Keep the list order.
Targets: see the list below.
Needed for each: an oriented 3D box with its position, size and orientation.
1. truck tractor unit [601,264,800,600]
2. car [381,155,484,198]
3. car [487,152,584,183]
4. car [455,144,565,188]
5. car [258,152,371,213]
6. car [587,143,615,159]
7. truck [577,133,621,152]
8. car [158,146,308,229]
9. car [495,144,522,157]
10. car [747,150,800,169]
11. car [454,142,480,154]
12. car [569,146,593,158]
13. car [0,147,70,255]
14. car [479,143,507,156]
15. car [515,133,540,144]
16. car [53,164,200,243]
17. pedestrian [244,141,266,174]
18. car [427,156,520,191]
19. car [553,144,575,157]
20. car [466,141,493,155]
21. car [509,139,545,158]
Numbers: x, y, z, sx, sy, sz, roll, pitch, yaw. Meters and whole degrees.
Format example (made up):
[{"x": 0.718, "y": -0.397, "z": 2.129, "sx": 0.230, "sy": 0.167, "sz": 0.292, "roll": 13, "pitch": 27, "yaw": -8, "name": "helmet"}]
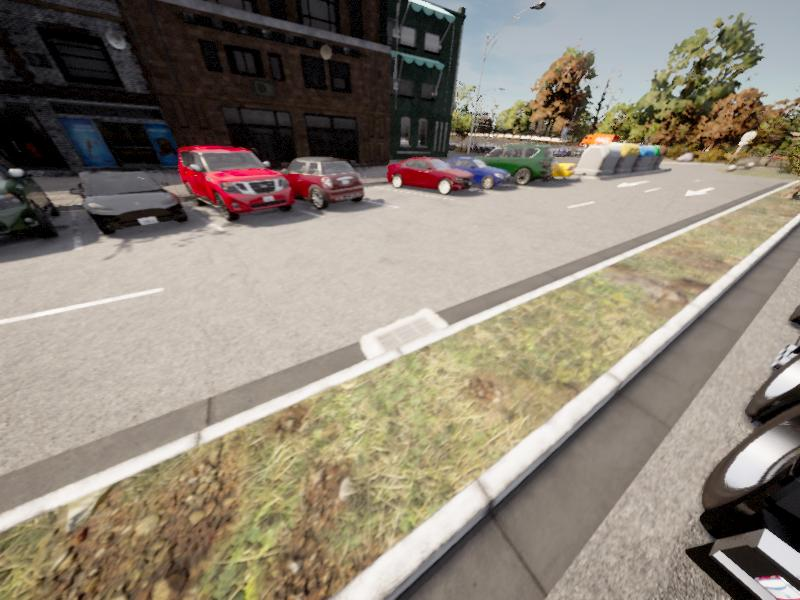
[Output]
[{"x": 5.114, "y": -0.296, "z": 0.783, "sx": 6.516, "sy": 4.208, "sz": 3.053, "roll": -18, "pitch": 39, "yaw": -24, "name": "truck tractor unit"}, {"x": 1.539, "y": -6.823, "z": 12.474, "sx": 5.008, "sy": 1.535, "sz": 2.097, "roll": 25, "pitch": 41, "yaw": 32, "name": "car"}, {"x": 9.272, "y": -9.440, "z": 16.268, "sx": 5.366, "sy": 1.575, "sz": 1.946, "roll": 25, "pitch": 42, "yaw": 32, "name": "car"}, {"x": 6.763, "y": -8.730, "z": 14.810, "sx": 5.566, "sy": 2.045, "sz": 2.435, "roll": 25, "pitch": 42, "yaw": 32, "name": "car"}, {"x": -3.669, "y": -5.230, "z": 9.910, "sx": 4.553, "sy": 1.767, "sz": 2.185, "roll": 25, "pitch": 42, "yaw": 32, "name": "car"}, {"x": 32.961, "y": -24.323, "z": 37.831, "sx": 2.435, "sy": 2.045, "sz": 5.566, "roll": 27, "pitch": 40, "yaw": 32, "name": "car"}, {"x": 36.809, "y": -29.301, "z": 42.925, "sx": 2.627, "sy": 2.467, "sz": 5.204, "roll": -16, "pitch": 42, "yaw": -25, "name": "truck"}, {"x": -6.272, "y": -4.500, "z": 8.612, "sx": 5.566, "sy": 2.045, "sz": 2.435, "roll": 25, "pitch": 41, "yaw": 32, "name": "car"}, {"x": 16.005, "y": -22.047, "z": 34.002, "sx": 2.002, "sy": 1.452, "sz": 4.674, "roll": 27, "pitch": 42, "yaw": 32, "name": "car"}, {"x": 46.072, "y": -17.038, "z": 27.917, "sx": 1.851, "sy": 1.617, "sz": 3.988, "roll": -5, "pitch": 36, "yaw": -10, "name": "car"}, {"x": 11.796, "y": -26.605, "z": 40.450, "sx": 1.946, "sy": 1.575, "sz": 5.366, "roll": 26, "pitch": 42, "yaw": 32, "name": "car"}, {"x": 31.474, "y": -25.613, "z": 40.113, "sx": 2.231, "sy": 1.521, "sz": 4.892, "roll": 27, "pitch": 41, "yaw": 32, "name": "car"}, {"x": -11.486, "y": -2.813, "z": 6.133, "sx": 5.566, "sy": 2.045, "sz": 2.435, "roll": 25, "pitch": 41, "yaw": 32, "name": "car"}, {"x": 14.560, "y": -23.559, "z": 36.095, "sx": 2.231, "sy": 1.521, "sz": 4.892, "roll": 27, "pitch": 42, "yaw": 32, "name": "car"}, {"x": 29.482, "y": -37.412, "z": 53.484, "sx": 2.007, "sy": 1.525, "sz": 4.514, "roll": -16, "pitch": 42, "yaw": -25, "name": "car"}, {"x": -8.881, "y": -3.423, "z": 7.529, "sx": 4.792, "sy": 1.488, "sz": 2.163, "roll": 25, "pitch": 41, "yaw": 32, "name": "car"}, {"x": -9.856, "y": -9.685, "z": 15.743, "sx": 0.751, "sy": 1.860, "sz": 0.751, "roll": -19, "pitch": 39, "yaw": -28, "name": "pedestrian"}, {"x": 4.169, "y": -7.635, "z": 13.732, "sx": 4.674, "sy": 1.452, "sz": 2.002, "roll": 25, "pitch": 41, "yaw": 32, "name": "car"}, {"x": 29.979, "y": -27.219, "z": 42.185, "sx": 2.185, "sy": 1.767, "sz": 4.553, "roll": 27, "pitch": 40, "yaw": 32, "name": "car"}, {"x": 13.103, "y": -25.134, "z": 38.124, "sx": 2.185, "sy": 1.767, "sz": 4.553, "roll": 27, "pitch": 42, "yaw": 32, "name": "car"}, {"x": 17.441, "y": -20.792, "z": 31.699, "sx": 2.435, "sy": 2.045, "sz": 5.566, "roll": 27, "pitch": 42, "yaw": 32, "name": "car"}]
